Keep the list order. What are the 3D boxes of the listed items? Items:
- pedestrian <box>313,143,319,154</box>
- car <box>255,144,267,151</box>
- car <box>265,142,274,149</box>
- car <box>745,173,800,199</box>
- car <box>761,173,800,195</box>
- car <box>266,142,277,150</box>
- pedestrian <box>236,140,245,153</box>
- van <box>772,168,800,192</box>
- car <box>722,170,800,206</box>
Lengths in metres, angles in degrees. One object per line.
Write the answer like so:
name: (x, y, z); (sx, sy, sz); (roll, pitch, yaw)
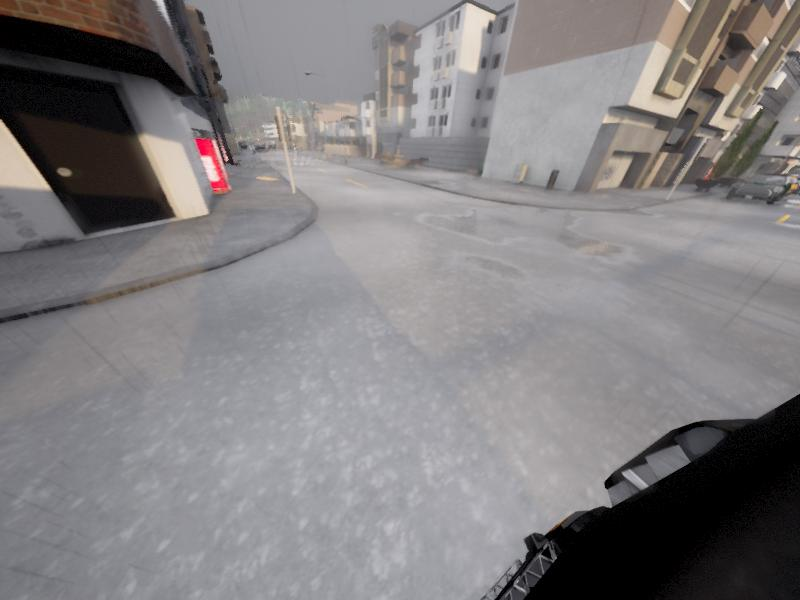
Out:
pedestrian: (-17.587, -31.686, 48.415); (0.751, 1.860, 0.751); (-17, 38, -27)
car: (-32.840, -35.941, 54.432); (1.895, 1.301, 4.718); (-16, 38, -26)
car: (-41.325, -48.877, 73.021); (1.801, 1.575, 5.366); (-16, 38, -26)
car: (31.216, -9.507, 19.111); (5.366, 1.575, 1.801); (-16, 38, -26)
car: (37.189, -11.177, 22.155); (3.806, 1.475, 1.970); (-16, 38, -26)
car: (-37.692, -45.307, 67.863); (1.930, 1.638, 5.238); (-16, 38, -26)
pedestrian: (-28.269, -27.288, 41.018); (0.751, 1.860, 0.751); (-18, 39, -28)
van: (42.479, -12.907, 24.681); (4.442, 1.987, 1.775); (-16, 38, -26)
car: (25.068, -7.829, 15.944); (4.553, 1.767, 2.097); (-16, 38, -26)
